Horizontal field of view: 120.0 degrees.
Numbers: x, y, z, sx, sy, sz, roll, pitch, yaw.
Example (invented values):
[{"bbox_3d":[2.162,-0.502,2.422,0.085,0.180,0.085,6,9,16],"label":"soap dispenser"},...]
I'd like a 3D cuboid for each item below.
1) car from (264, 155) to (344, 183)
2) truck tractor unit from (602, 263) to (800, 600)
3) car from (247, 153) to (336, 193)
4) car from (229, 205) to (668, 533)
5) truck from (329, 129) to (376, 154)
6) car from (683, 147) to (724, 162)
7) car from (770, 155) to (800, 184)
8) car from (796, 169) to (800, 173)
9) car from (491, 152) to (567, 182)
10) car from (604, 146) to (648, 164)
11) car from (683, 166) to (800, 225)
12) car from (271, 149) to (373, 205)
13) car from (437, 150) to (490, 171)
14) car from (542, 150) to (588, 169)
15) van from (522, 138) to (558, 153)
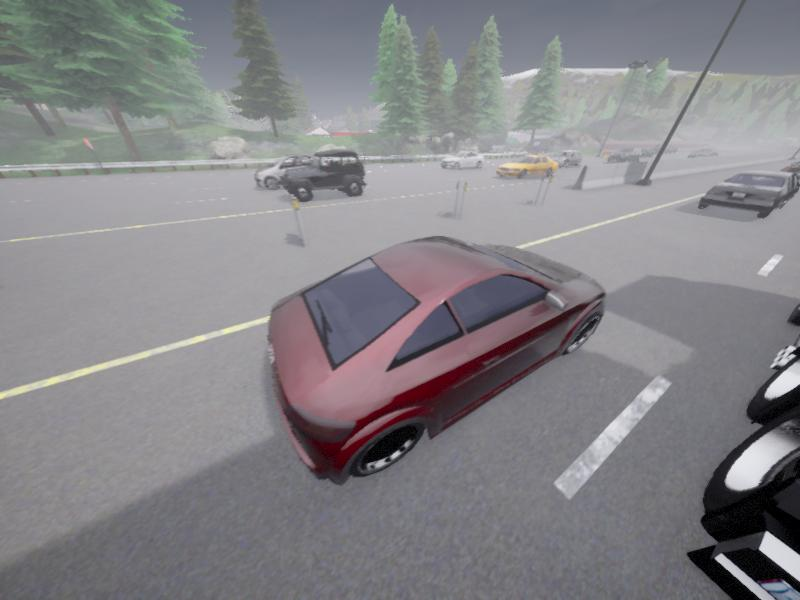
[{"bbox_3d":[-6.528,-9.153,15.992,4.718,1.301,1.895,-18,39,-24],"label":"car"},{"bbox_3d":[5.112,-0.297,0.796,6.516,4.208,3.053,-18,39,-24],"label":"truck tractor unit"},{"bbox_3d":[-5.937,-7.169,12.869,3.988,1.617,1.851,-18,39,-24],"label":"car"},{"bbox_3d":[0.677,0.007,2.818,4.181,1.385,1.994,-18,39,-24],"label":"car"},{"bbox_3d":[-9.303,-31.541,45.967,8.468,3.827,2.891,-16,38,-22],"label":"truck"},{"bbox_3d":[43.714,-20.987,33.276,5.027,1.651,2.152,-18,39,-24],"label":"car"},{"bbox_3d":[28.955,-9.238,16.291,4.974,1.542,2.038,-18,39,-24],"label":"car"},{"bbox_3d":[39.610,-12.696,21.385,4.974,1.542,2.038,-18,39,-24],"label":"car"},{"bbox_3d":[9.450,-9.847,16.909,5.366,1.575,1.801,-18,39,-24],"label":"car"},{"bbox_3d":[28.787,-18.518,29.414,4.553,1.767,2.097,-18,39,-24],"label":"car"},{"bbox_3d":[14.230,-4.401,9.288,5.357,1.411,2.033,-18,39,-24],"label":"car"},{"bbox_3d":[-3.448,-5.785,10.655,3.866,1.878,1.905,-18,39,-24],"label":"car"},{"bbox_3d":[6.056,-13.306,21.974,4.674,1.442,1.812,-18,39,-24],"label":"car"},{"bbox_3d":[17.079,-14.586,23.905,3.806,1.475,1.970,-18,39,-24],"label":"car"},{"bbox_3d":[29.627,-32.980,49.241,1.988,2.561,5.915,-18,39,-25],"label":"van"}]
